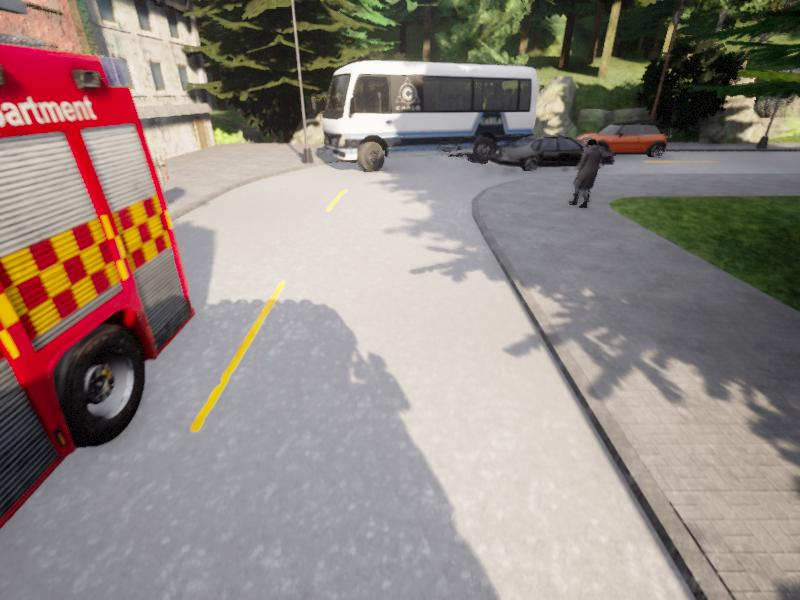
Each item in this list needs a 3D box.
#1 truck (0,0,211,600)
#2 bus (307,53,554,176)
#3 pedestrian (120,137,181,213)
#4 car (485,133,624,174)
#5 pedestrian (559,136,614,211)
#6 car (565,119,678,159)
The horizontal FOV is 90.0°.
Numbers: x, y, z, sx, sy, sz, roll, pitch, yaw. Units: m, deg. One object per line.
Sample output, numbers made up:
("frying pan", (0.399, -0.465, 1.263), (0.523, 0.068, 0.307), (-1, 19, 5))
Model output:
("truck", (-4.095, 0.719, 1.044), (2.891, 3.827, 8.468), (0, 27, -1))
("bus", (1.436, -8.609, 18.703), (10.273, 4.253, 3.944), (-11, 28, -21))
("pedestrian", (-6.776, -3.426, 10.974), (0.751, 1.860, 0.751), (-2, 27, -4))
("car", (6.781, -6.615, 17.927), (5.357, 1.411, 2.033), (-4, 27, -8))
("pedestrian", (5.140, -3.522, 11.129), (0.751, 1.860, 0.751), (-8, 28, -14))
("car", (11.638, -8.593, 21.320), (4.553, 1.767, 2.097), (-1, 27, -1))
